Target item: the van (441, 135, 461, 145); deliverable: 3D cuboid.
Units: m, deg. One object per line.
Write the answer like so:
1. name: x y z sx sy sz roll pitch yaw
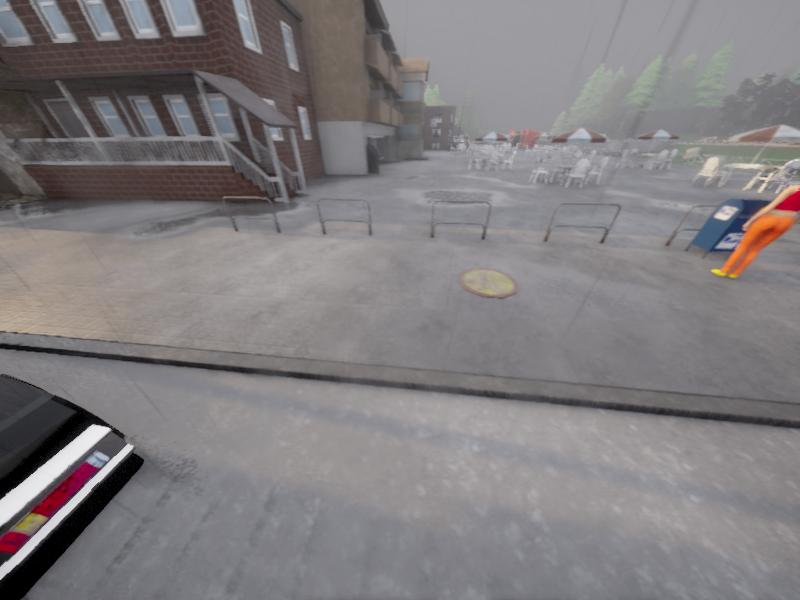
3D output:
1. van: 16.009 -50.418 72.861 5.915 2.561 1.988 4 35 6

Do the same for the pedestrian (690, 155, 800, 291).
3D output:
1. pedestrian: 5.985 -1.208 3.734 0.751 1.860 0.751 22 41 28

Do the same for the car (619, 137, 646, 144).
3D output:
1. car: 65.126 -44.704 64.846 4.856 1.649 2.033 4 35 6

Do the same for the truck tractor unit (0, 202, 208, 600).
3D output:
1. truck tractor unit: -5.351 0.100 0.219 6.516 4.208 3.053 5 35 7

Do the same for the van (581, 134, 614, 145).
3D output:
1. van: 56.005 -45.583 65.543 6.366 2.431 2.351 4 35 6
